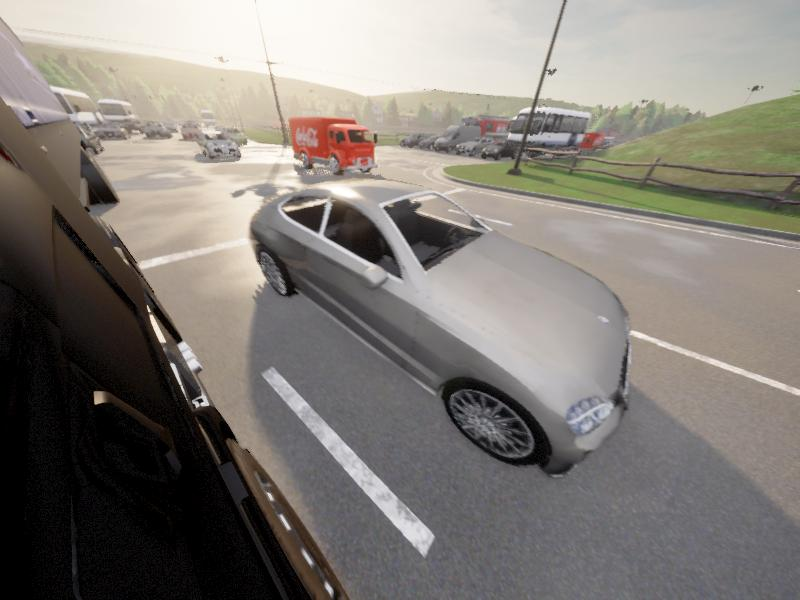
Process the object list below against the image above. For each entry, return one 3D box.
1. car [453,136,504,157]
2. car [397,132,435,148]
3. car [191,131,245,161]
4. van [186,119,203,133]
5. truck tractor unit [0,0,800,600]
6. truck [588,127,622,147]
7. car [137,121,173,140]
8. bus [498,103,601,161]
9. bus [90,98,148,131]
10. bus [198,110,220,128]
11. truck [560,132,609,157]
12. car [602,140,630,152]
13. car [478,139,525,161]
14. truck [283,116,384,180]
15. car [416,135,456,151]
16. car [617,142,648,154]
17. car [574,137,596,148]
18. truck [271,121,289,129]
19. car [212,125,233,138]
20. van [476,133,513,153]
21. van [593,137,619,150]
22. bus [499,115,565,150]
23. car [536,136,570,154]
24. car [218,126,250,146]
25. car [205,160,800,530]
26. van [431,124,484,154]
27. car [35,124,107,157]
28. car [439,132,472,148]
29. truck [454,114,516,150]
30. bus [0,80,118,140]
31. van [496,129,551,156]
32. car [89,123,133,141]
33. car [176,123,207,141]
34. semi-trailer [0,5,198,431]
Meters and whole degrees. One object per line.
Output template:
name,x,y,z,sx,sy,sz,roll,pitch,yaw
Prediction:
car,8.332,-16.322,24.581,5.027,1.651,2.152,-21,43,-28
car,2.190,-21.616,31.254,4.611,1.667,2.242,-21,43,-28
car,-12.760,-10.860,16.177,1.970,1.475,3.806,-27,46,-34
van,-39.327,-33.322,44.210,1.775,1.987,4.442,-21,43,-28
truck tractor unit,-2.645,-0.295,0.352,6.516,4.208,3.053,28,44,30
truck,53.585,-42.431,60.250,8.468,3.827,2.891,-21,43,-28
car,-29.996,-20.968,28.514,2.242,1.667,4.611,-22,43,-29
bus,15.966,-17.681,24.646,10.273,4.253,3.944,-21,43,-28
bus,-51.510,-34.293,42.909,3.944,4.253,10.273,-21,43,-28
bus,-61.425,-58.299,74.401,3.944,4.253,10.273,-21,43,-28
truck,23.781,-20.111,29.834,5.204,2.467,2.627,-22,43,-29
car,40.137,-28.695,42.919,4.611,1.667,2.242,-21,43,-28
car,9.654,-14.279,21.942,3.988,1.617,1.851,-21,43,-28
truck,-3.656,-8.500,12.730,5.204,2.467,2.627,31,45,33
car,4.641,-19.946,29.314,4.892,1.490,1.837,-21,43,-28
car,39.415,-25.798,39.142,4.902,1.511,2.128,-21,43,-28
car,39.501,-33.633,49.315,3.866,1.878,1.905,-21,43,-28
truck,-45.529,-66.410,87.644,5.204,2.467,2.627,-21,43,-28
car,-26.951,-25.507,35.007,1.994,1.385,4.181,-21,43,-28
van,12.364,-20.585,30.207,4.442,1.987,1.775,-21,43,-28
van,42.306,-32.232,47.469,4.480,2.038,2.069,-21,43,-28
bus,21.768,-27.594,38.226,10.273,4.253,3.944,-21,43,-28
car,21.063,-21.375,31.848,3.866,1.878,1.905,-21,43,-28
car,-18.594,-18.368,25.826,2.007,1.525,4.514,-24,44,-30
car,-0.030,-0.557,3.033,5.027,1.651,2.152,28,44,30
van,6.678,-18.595,26.756,5.915,2.561,1.988,-21,43,-28
car,-21.192,-10.476,15.112,1.789,1.549,3.705,-26,45,-32
car,8.284,-24.065,34.709,4.605,1.855,1.932,-21,43,-28
truck,12.092,-23.759,32.896,8.468,3.827,2.891,-21,43,-28
bus,-36.549,-20.652,25.556,3.944,4.253,10.273,-21,43,-28
van,15.095,-19.267,28.237,6.366,2.431,2.351,-21,43,-28
car,-31.334,-18.381,25.233,1.994,1.385,4.181,-21,43,-28
car,-25.557,-20.702,28.420,2.242,1.667,4.611,-21,43,-29
semi-trailer,-8.523,-3.708,4.409,14.254,4.402,2.717,30,45,32
